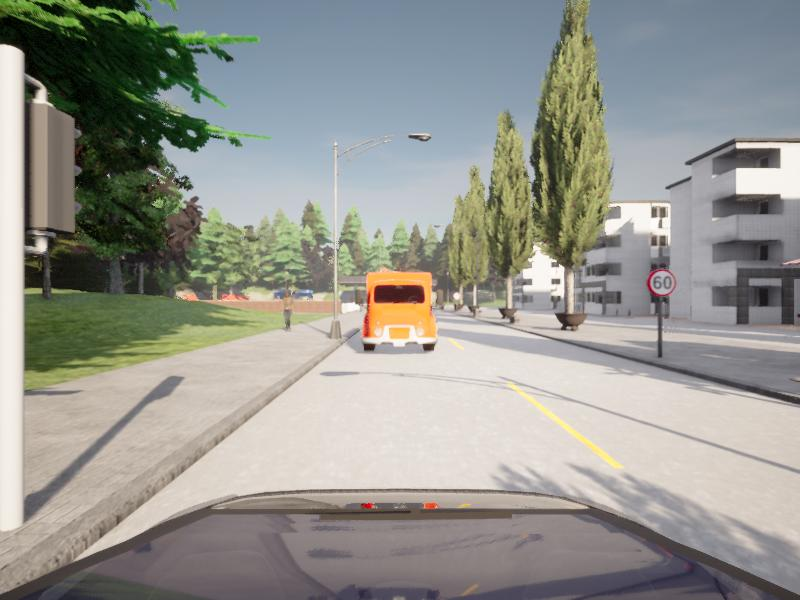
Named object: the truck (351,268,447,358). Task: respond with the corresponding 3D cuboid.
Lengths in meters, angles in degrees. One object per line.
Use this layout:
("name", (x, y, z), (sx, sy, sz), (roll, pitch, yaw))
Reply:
("truck", (-0.028, 0.337, 13.504), (2.627, 2.467, 5.204), (0, 0, 0))

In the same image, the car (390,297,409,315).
("car", (-0.060, 0.598, 43.534), (1.905, 1.878, 3.866), (0, 0, 0))

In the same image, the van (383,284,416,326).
("van", (-0.046, 0.292, 27.146), (1.988, 2.561, 5.915), (0, 0, 0))

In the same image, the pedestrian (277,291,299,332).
("pedestrian", (-5.088, 0.513, 18.204), (0.751, 1.860, 0.751), (0, 0, 0))
